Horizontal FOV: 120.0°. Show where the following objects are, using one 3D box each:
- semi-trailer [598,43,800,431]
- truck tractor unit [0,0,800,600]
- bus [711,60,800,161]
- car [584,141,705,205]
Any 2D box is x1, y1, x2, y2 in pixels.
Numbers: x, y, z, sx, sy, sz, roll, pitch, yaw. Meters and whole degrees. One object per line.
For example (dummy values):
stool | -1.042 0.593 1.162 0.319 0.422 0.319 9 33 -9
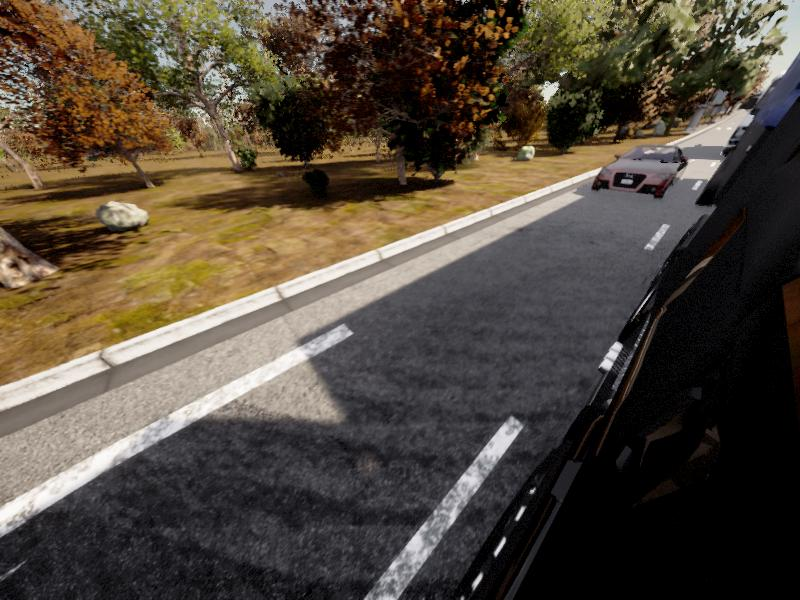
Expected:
semi-trailer | 8.697 -3.590 4.251 14.254 4.402 2.717 -28 44 -30
truck tractor unit | 2.645 -0.295 0.351 6.516 4.208 3.053 -28 44 -30
bus | 25.013 -12.037 14.855 10.273 4.253 3.944 -28 44 -30
car | 8.889 -4.795 8.395 4.181 1.385 1.994 -28 44 -30
